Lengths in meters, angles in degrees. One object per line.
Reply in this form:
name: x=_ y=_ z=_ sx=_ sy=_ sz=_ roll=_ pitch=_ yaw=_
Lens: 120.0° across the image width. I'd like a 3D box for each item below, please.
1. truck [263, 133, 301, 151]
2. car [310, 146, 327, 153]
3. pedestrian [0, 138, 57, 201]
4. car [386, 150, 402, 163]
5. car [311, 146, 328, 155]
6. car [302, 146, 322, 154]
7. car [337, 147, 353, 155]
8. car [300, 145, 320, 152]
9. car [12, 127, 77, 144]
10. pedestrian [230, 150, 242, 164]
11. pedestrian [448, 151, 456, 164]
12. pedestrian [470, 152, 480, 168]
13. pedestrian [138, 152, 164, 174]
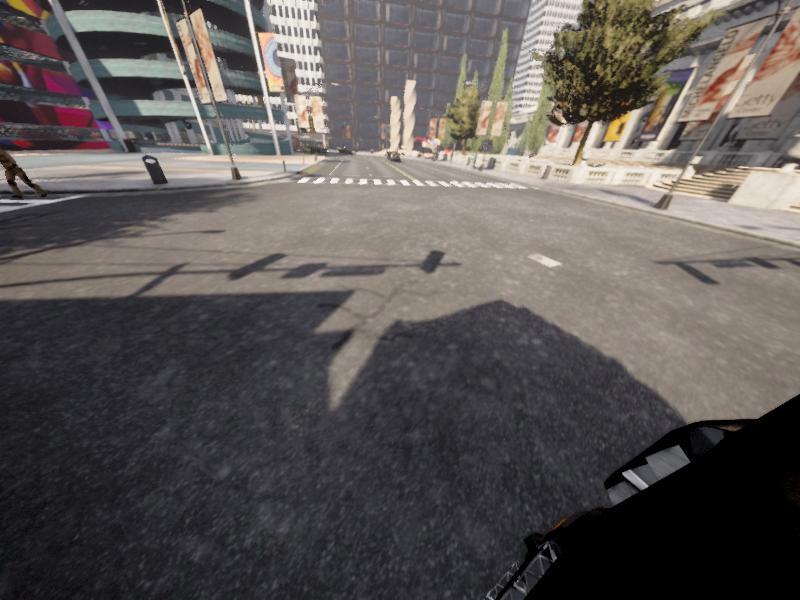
truck: x=-33.058 y=-44.315 z=64.962 sx=8.468 sy=3.827 sz=2.891 roll=7 pitch=34 yaw=6
car: x=-22.124 y=-40.789 z=62.674 sx=4.181 sy=1.385 sz=1.994 roll=18 pitch=36 yaw=21
pedestrian: x=-13.603 y=-4.548 z=8.089 sx=0.751 sy=1.860 sz=0.751 roll=-2 pitch=34 yaw=-8
car: x=-1.116 y=-24.868 z=40.009 sx=1.851 sy=1.617 sz=3.988 roll=-5 pitch=34 yaw=-12
car: x=-18.777 y=-34.851 z=53.800 sx=3.705 sy=1.549 sz=1.789 roll=27 pitch=40 yaw=32
car: x=-22.732 y=-38.814 z=59.586 sx=4.514 sy=1.525 sz=2.007 roll=20 pitch=37 yaw=24
car: x=-13.877 y=-37.436 z=58.069 sx=3.705 sy=1.549 sz=1.789 roll=25 pitch=40 yaw=30
car: x=-26.228 y=-44.033 z=67.218 sx=4.902 sy=1.511 sz=2.128 roll=11 pitch=34 yaw=12
car: x=-60.340 y=-27.908 z=39.372 sx=5.566 sy=2.045 sz=2.435 roll=-3 pitch=34 yaw=-9
pedestrian: x=-15.832 y=-13.810 z=22.328 sx=0.500 sy=1.100 sz=0.500 roll=2 pitch=33 yaw=-2
pedestrian: x=8.571 y=-23.596 z=38.270 sx=0.751 sy=1.860 sz=0.751 roll=-6 pitch=34 yaw=-12
pedestrian: x=10.586 y=-19.799 z=32.684 sx=0.751 sy=1.860 sz=0.751 roll=0 pitch=34 yaw=-5
pedestrian: x=-15.325 y=-8.429 z=14.235 sx=0.500 sy=1.100 sz=0.500 roll=5 pitch=34 yaw=4
